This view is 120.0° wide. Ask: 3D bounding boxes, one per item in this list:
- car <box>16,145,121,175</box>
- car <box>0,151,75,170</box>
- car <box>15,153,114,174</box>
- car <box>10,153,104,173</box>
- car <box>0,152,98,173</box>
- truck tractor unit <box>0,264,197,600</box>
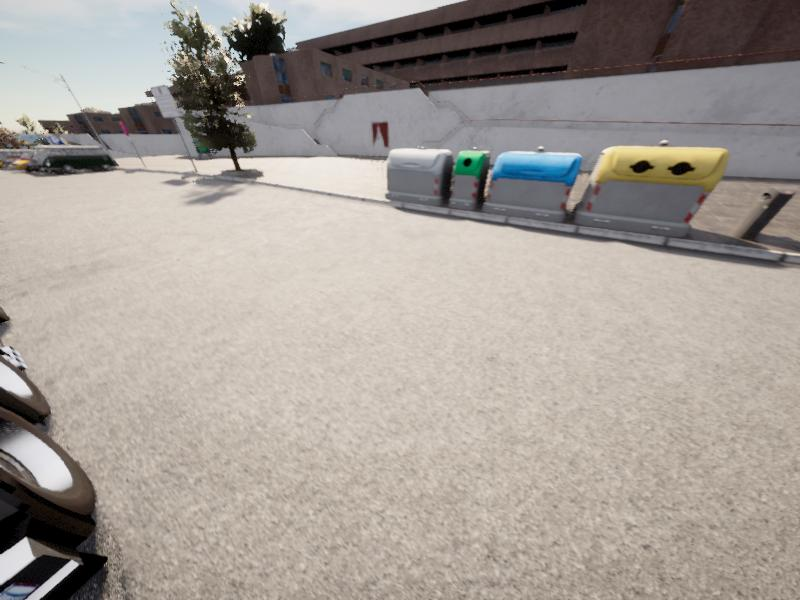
[{"bbox_3d":[-27.991,-12.066,19.845,1.878,1.987,4.442,5,34,9],"label":"car"},{"bbox_3d":[-43.445,-16.744,27.624,2.185,1.767,4.553,5,34,9],"label":"car"},{"bbox_3d":[-30.555,-12.687,21.353,2.002,1.452,4.674,4,34,9],"label":"car"},{"bbox_3d":[-33.127,-13.469,22.623,2.002,1.452,4.674,5,34,9],"label":"car"},{"bbox_3d":[-35.740,-14.183,23.712,1.946,1.575,5.366,5,34,9],"label":"car"},{"bbox_3d":[-5.113,-0.297,0.789,6.516,4.208,3.053,18,39,24],"label":"truck tractor unit"}]
